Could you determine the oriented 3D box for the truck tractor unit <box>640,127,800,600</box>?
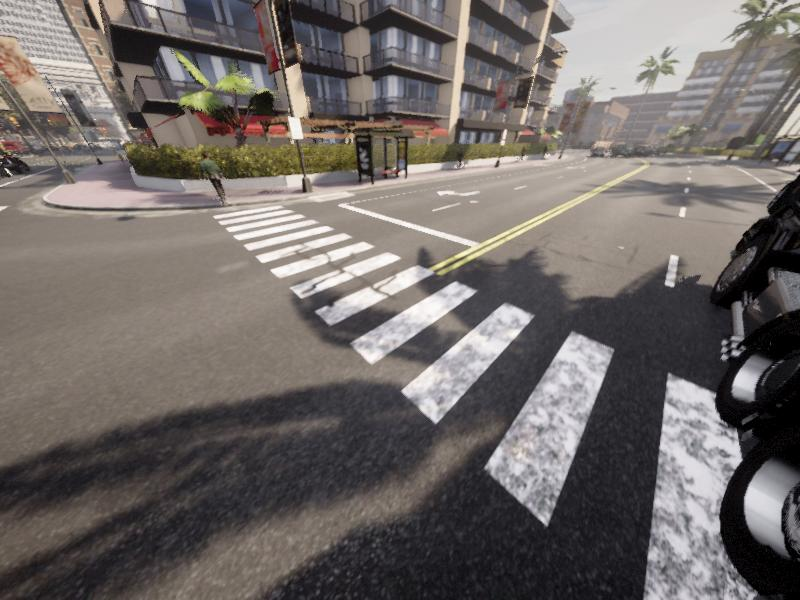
[{"bbox_3d":[4.859,-0.496,1.067,6.516,4.208,3.053,-28,43,-34],"label":"truck tractor unit"}]

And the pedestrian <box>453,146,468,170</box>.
[{"bbox_3d":[5.595,-13.218,21.446,0.751,1.860,0.751,-29,44,-35],"label":"pedestrian"}]

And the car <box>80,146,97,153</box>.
[{"bbox_3d":[-82.455,-39.866,61.200,1.970,1.475,3.806,-29,44,-35],"label":"car"}]

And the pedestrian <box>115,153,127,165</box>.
[{"bbox_3d":[-31.647,-15.995,26.210,0.500,1.100,0.500,-29,44,-35],"label":"pedestrian"}]

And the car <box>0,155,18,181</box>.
[{"bbox_3d":[-30.580,-9.511,16.695,1.837,1.490,4.892,-29,44,-35],"label":"car"}]

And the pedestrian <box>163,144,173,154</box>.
[{"bbox_3d":[-50.606,-33.005,50.416,0.751,1.860,0.751,-28,43,-34],"label":"pedestrian"}]

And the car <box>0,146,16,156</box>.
[{"bbox_3d":[-83.401,-31.162,48.258,1.930,1.638,5.238,-29,44,-35],"label":"car"}]

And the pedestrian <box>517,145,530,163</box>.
[{"bbox_3d":[15.387,-18.289,28.849,0.751,1.860,0.751,-26,42,-33],"label":"pedestrian"}]

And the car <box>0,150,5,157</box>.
[{"bbox_3d":[-77.606,-27.931,43.177,2.150,2.045,5.566,-29,44,-35],"label":"car"}]

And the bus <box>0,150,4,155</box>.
[{"bbox_3d":[-86.842,-31.508,46.447,3.944,4.253,10.273,-29,44,-35],"label":"bus"}]

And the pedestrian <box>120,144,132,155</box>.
[{"bbox_3d":[-55.578,-30.550,46.832,0.751,1.860,0.751,-24,41,-31],"label":"pedestrian"}]

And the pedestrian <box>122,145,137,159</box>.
[{"bbox_3d":[-44.888,-24.555,38.330,0.751,1.860,0.751,-19,38,-25],"label":"pedestrian"}]

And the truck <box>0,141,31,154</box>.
[{"bbox_3d":[-90.934,-35.920,54.482,2.627,2.467,5.204,-29,44,-35],"label":"truck"}]

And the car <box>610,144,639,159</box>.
[{"bbox_3d":[38.319,-25.582,39.642,2.150,2.045,5.566,18,38,24],"label":"car"}]

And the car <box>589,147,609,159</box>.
[{"bbox_3d":[34.516,-25.629,40.099,1.851,1.617,3.988,18,38,25],"label":"car"}]

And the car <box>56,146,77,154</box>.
[{"bbox_3d":[-83.829,-37.905,58.159,2.038,1.542,4.974,-29,44,-35],"label":"car"}]

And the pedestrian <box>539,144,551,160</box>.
[{"bbox_3d":[21.123,-21.619,33.712,0.751,1.860,0.751,29,44,35],"label":"pedestrian"}]

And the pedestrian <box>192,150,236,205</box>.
[{"bbox_3d":[-7.559,-5.007,9.455,0.751,1.860,0.751,-20,39,-26],"label":"pedestrian"}]

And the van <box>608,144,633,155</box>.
[{"bbox_3d":[47.468,-32.570,49.895,1.775,1.987,4.442,8,35,12],"label":"van"}]

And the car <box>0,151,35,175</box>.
[{"bbox_3d":[-34.968,-12.132,20.430,1.851,1.617,3.988,-29,44,-35],"label":"car"}]
